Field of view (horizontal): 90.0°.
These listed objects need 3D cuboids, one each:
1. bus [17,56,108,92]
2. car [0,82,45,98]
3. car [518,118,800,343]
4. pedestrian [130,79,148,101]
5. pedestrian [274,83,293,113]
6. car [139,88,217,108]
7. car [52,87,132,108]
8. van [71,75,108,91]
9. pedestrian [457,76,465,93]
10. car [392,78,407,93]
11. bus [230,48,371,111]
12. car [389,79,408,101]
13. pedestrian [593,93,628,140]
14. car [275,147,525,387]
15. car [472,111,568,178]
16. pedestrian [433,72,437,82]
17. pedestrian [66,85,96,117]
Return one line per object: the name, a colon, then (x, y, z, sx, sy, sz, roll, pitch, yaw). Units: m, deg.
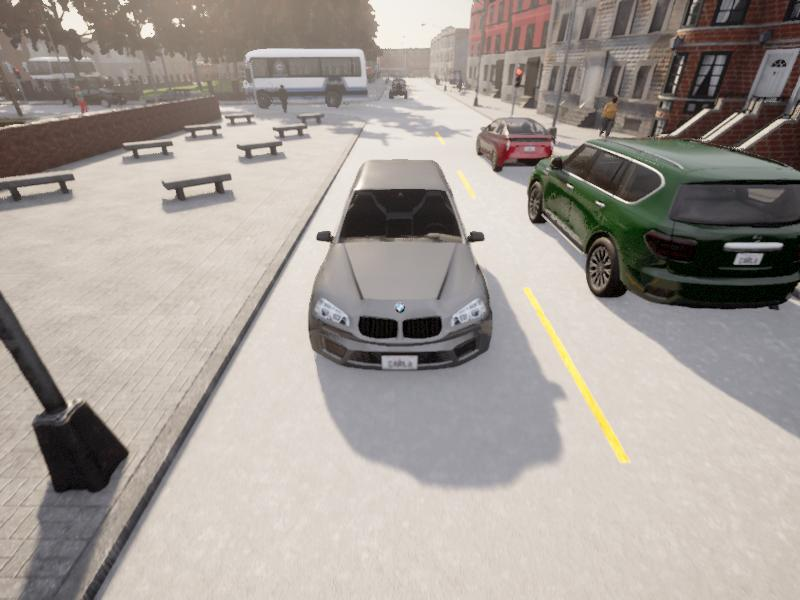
bus: (-49.222, -33.396, 59.041, 3.944, 4.253, 10.273, 1, 30, 1)
car: (-45.527, -25.000, 47.488, 2.033, 1.411, 5.357, 1, 30, 1)
car: (4.012, -1.741, 6.984, 2.150, 2.045, 5.566, 0, 30, 0)
pedestrian: (-25.341, -20.402, 38.896, 0.751, 1.860, 0.751, 0, 30, 0)
pedestrian: (-8.338, -14.444, 28.669, 0.751, 1.860, 0.751, 8, 31, 13)
car: (-19.000, -17.409, 34.484, 5.357, 1.411, 2.033, 0, 30, 1)
car: (-26.426, -17.500, 34.494, 5.008, 1.535, 1.882, 0, 30, 0)
van: (-45.224, -31.756, 58.482, 1.775, 1.987, 4.442, -1, 30, -2)
pedestrian: (7.854, -27.874, 51.713, 0.751, 1.860, 0.751, -2, 30, -4)
car: (-0.113, -29.719, 55.345, 1.930, 1.638, 5.238, 0, 30, 0)
bus: (-7.886, -18.286, 33.149, 10.273, 4.253, 3.944, -6, 31, -10)
car: (-0.118, -22.380, 42.520, 1.905, 1.878, 3.866, 0, 30, 0)
pedestrian: (9.613, -8.402, 18.335, 0.751, 1.860, 0.751, -2, 30, -4)
car: (0.008, -0.951, 5.984, 2.242, 1.667, 4.611, 0, 31, 0)
car: (3.989, -5.647, 14.196, 2.007, 1.525, 4.514, 0, 30, 0)
pedestrian: (7.531, -47.716, 85.702, 0.751, 1.860, 0.751, -2, 30, -3)
pedestrian: (-21.173, -13.228, 26.598, 0.751, 1.860, 0.751, 3, 30, 6)
